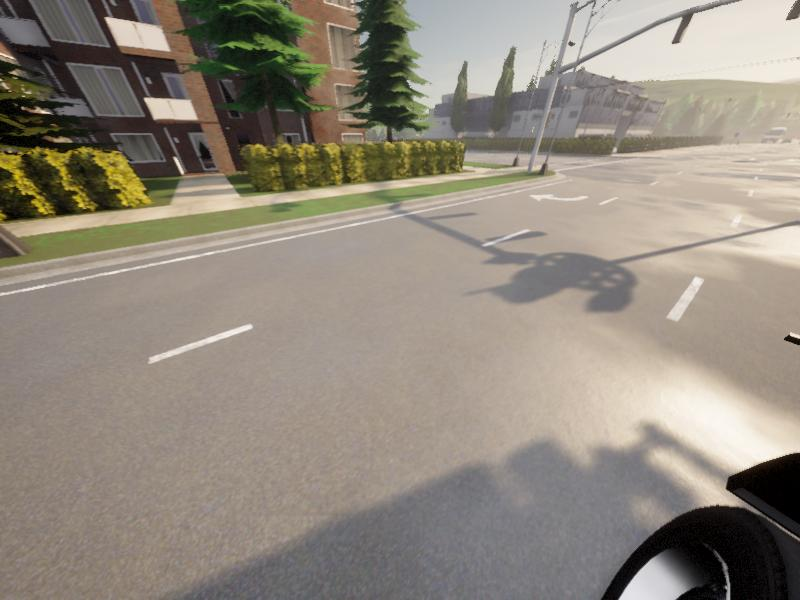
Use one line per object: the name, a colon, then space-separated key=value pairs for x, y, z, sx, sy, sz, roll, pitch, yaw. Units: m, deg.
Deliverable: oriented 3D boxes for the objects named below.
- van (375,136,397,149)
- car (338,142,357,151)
van: x=-3.456 y=-37.999 z=55.763 sx=2.351 sy=2.431 sz=6.366 roll=-21 pitch=40 yaw=-27
car: x=-11.605 y=-33.740 z=50.574 sx=2.038 sy=1.542 sz=4.974 roll=-21 pitch=40 yaw=-27
